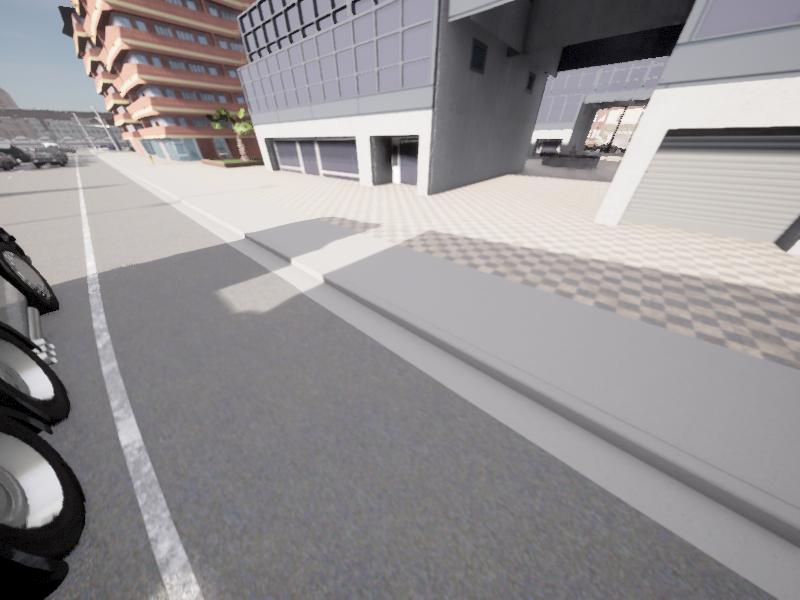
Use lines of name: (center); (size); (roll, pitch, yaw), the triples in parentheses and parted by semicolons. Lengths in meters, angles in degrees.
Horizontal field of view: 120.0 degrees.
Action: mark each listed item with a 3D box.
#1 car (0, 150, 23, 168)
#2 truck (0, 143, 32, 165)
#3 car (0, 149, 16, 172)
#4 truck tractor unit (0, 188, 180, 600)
car: (-43.994, -15.455, 25.259); (4.974, 1.542, 2.038); (26, 42, 32)
truck: (-50.637, -18.912, 29.795); (6.274, 2.098, 2.390); (26, 42, 32)
car: (-38.826, -13.006, 21.567); (4.611, 1.667, 2.242); (26, 42, 32)
truck tractor unit: (-4.974, -0.419, 0.949); (6.516, 4.208, 3.053); (24, 41, 30)
